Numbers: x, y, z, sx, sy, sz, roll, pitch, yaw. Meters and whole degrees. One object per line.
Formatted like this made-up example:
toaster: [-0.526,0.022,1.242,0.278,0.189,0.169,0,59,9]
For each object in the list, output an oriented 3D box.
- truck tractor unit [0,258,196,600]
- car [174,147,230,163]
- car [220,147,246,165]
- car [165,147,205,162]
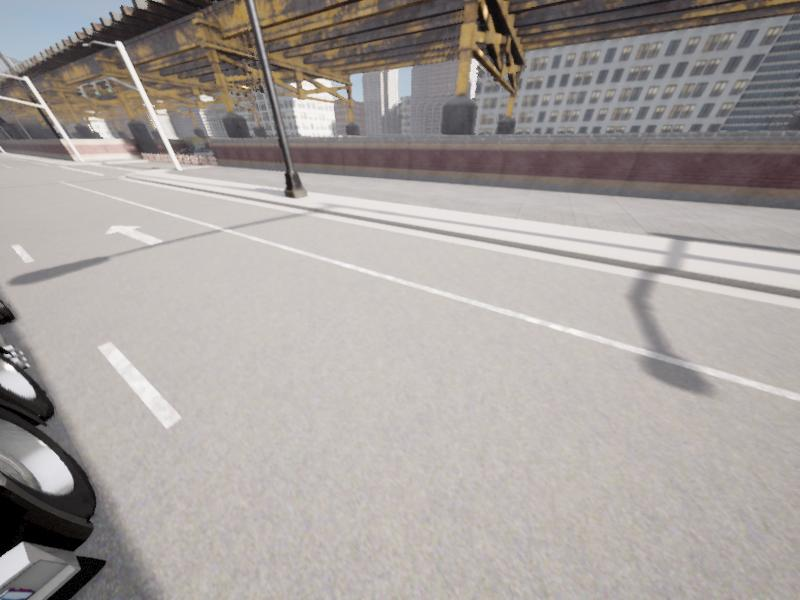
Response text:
truck tractor unit: [-5.101,-0.310,0.797,6.516,4.208,3.053,19,39,25]
car: [-25.423,-18.816,29.911,4.974,1.542,2.038,-4,35,-5]
car: [-20.394,-17.672,28.229,2.038,1.542,4.974,-19,39,-25]
car: [-29.403,-20.128,31.827,2.038,1.542,4.974,-9,36,-13]
